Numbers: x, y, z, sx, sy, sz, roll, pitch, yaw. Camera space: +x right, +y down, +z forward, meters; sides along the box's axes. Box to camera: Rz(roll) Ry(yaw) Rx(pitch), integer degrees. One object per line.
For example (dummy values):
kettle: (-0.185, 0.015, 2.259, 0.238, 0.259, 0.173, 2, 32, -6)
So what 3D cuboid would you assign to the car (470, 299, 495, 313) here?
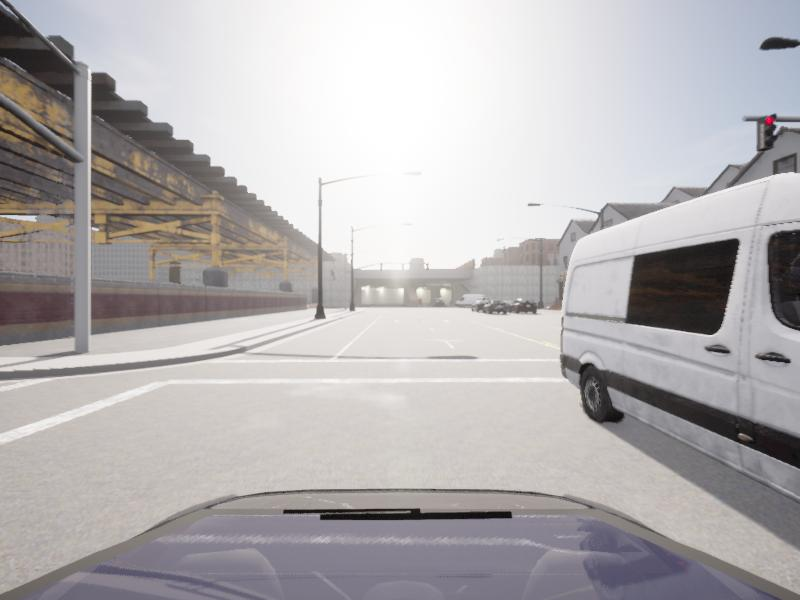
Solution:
car: (10.428, 0.709, 51.046, 1.930, 1.638, 5.238, 0, 0, -2)

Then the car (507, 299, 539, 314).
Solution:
car: (13.929, 0.701, 45.546, 2.242, 1.667, 4.611, 0, 0, 0)

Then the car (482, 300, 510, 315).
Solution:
car: (10.434, 0.775, 43.957, 2.007, 1.525, 4.514, 0, 0, 0)

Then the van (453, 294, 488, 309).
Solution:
van: (12.829, 0.270, 72.954, 5.915, 2.561, 1.988, 1, 1, 39)

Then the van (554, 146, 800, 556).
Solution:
van: (3.489, 0.318, 3.515, 1.988, 2.561, 5.915, 0, 0, 0)
